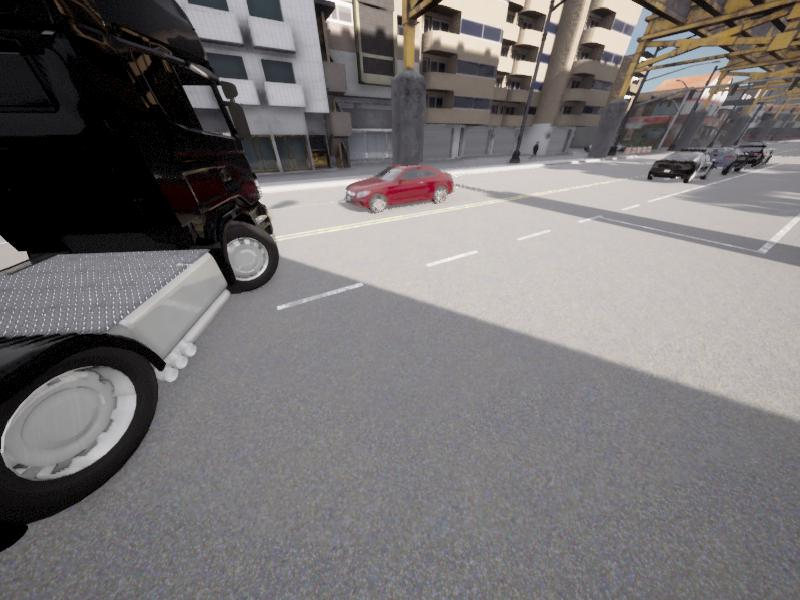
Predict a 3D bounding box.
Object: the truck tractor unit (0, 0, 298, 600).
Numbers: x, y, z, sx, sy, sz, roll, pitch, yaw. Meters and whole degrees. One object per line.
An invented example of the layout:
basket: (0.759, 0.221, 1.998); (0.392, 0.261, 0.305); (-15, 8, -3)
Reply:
truck tractor unit: (-3.643, -0.851, 1.551); (3.053, 4.208, 6.516); (-3, 35, -5)

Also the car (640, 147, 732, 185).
car: (17.643, -8.374, 14.279); (5.238, 1.638, 1.930); (-19, 39, -24)

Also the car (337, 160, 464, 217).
car: (0.113, -4.657, 9.362); (4.674, 1.442, 1.812); (-19, 39, -24)

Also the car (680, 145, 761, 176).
car: (23.752, -10.428, 17.152); (5.027, 1.651, 2.152); (-19, 39, -24)
